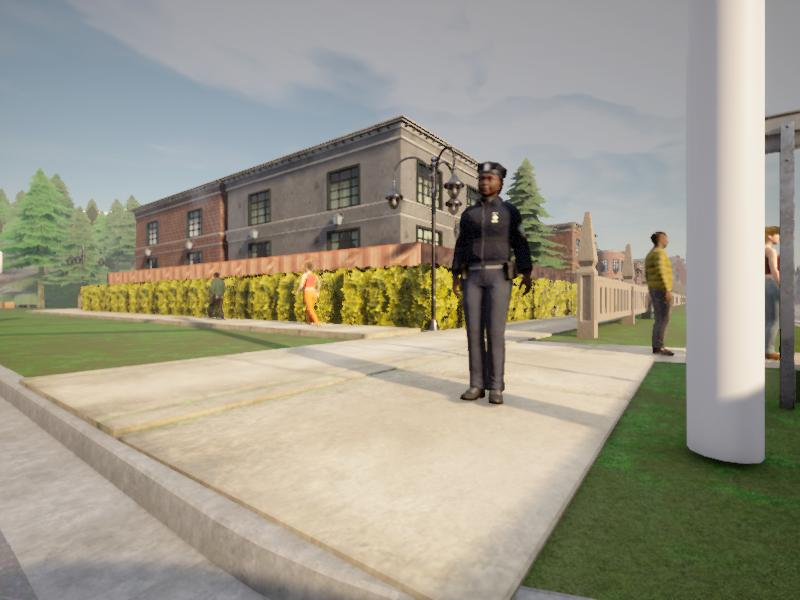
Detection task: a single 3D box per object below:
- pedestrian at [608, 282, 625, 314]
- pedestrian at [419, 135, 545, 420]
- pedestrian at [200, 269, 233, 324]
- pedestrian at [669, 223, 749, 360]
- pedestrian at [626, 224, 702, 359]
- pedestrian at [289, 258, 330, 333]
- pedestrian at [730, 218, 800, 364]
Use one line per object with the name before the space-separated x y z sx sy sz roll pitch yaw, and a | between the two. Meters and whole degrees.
pedestrian | 13.125 -0.114 24.255 0.751 1.860 0.751 0 0 40
pedestrian | 0.661 -0.146 3.132 0.751 1.860 0.751 0 0 32
pedestrian | -6.348 -0.117 13.837 0.751 1.860 0.751 0 0 37
pedestrian | 4.504 -0.115 5.901 0.751 1.860 0.751 0 0 21
pedestrian | 3.882 -0.115 5.953 0.751 1.860 0.751 0 0 16
pedestrian | -2.368 -0.116 10.491 0.751 1.860 0.751 0 0 37
pedestrian | 5.128 -0.115 5.518 0.751 1.860 0.751 0 0 27
